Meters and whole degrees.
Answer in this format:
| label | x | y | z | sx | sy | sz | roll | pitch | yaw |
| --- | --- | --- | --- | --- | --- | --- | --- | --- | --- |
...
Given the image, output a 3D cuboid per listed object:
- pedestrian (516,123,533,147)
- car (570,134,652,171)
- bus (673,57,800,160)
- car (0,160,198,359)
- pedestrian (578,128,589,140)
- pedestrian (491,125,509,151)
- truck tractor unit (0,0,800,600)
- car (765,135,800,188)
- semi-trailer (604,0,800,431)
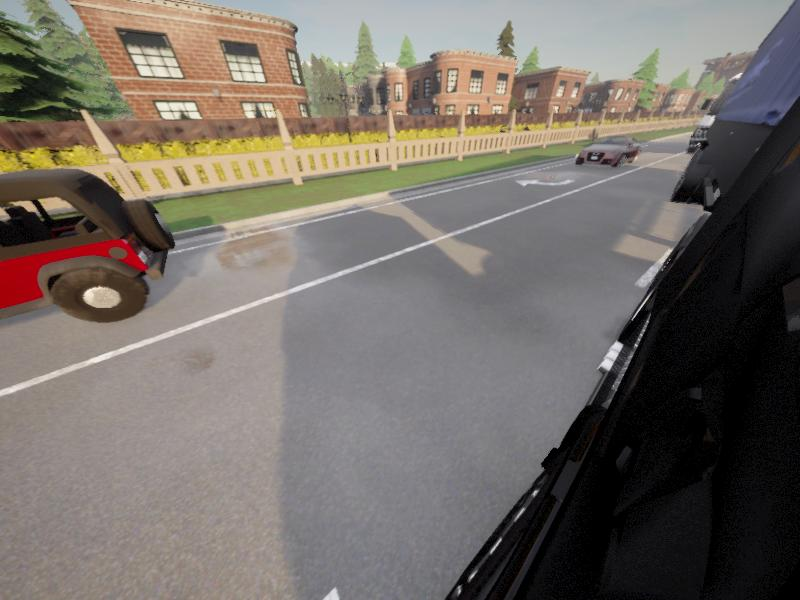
| label | x | y | z | sx | sy | sz | roll | pitch | yaw |
| --- | --- | --- | --- | --- | --- | --- | --- | --- | --- |
| pedestrian | 12.368 | -16.393 | 22.981 | 0.751 | 1.860 | 0.751 | -25 | 42 | -28 |
| car | 12.027 | -8.517 | 13.180 | 4.181 | 1.385 | 1.994 | -25 | 42 | -27 |
| bus | 23.560 | -12.406 | 15.293 | 10.273 | 4.253 | 3.944 | -25 | 42 | -27 |
| car | -5.542 | -0.499 | 3.059 | 3.866 | 1.878 | 1.905 | -25 | 42 | -27 |
| pedestrian | 22.441 | -20.296 | 28.240 | 0.500 | 1.100 | 0.500 | -25 | 42 | -27 |
| pedestrian | 8.718 | -14.172 | 20.226 | 0.751 | 1.860 | 0.751 | -21 | 41 | -23 |
| truck tractor unit | 2.645 | -0.295 | 0.351 | 6.516 | 4.208 | 3.053 | -28 | 44 | -30 |
| car | 16.072 | -5.304 | 8.528 | 4.902 | 1.511 | 2.128 | -25 | 42 | -27 |
| semi-trailer | 8.394 | -3.786 | 4.520 | 14.254 | 4.402 | 2.717 | -32 | 46 | -33 |
